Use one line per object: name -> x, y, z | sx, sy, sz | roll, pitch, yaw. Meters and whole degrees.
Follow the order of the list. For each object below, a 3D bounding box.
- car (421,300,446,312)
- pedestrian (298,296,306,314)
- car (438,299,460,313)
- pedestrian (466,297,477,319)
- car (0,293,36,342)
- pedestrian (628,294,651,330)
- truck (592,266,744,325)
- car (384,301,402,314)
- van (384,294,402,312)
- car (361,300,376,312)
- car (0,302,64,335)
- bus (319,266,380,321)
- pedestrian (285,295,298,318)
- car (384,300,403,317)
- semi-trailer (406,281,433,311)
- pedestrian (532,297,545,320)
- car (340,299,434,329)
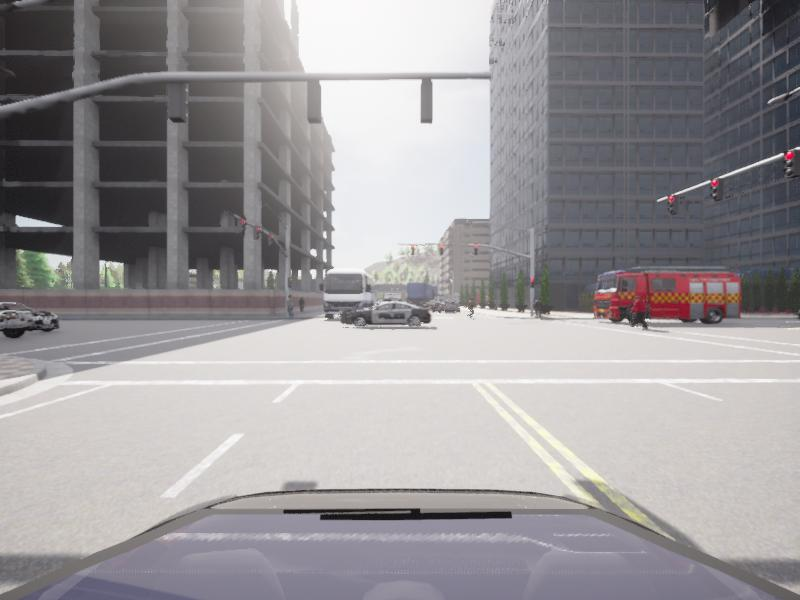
car -> 4.625, 0.842, 56.189 | 1.882, 1.535, 5.008 | 0, 0, -16
pedestrian -> -10.418, 0.500, 42.444 | 0.751, 1.860, 0.751 | 0, 0, -4
car -> 6.339, 0.782, 51.791 | 2.242, 1.667, 4.611 | 0, 0, 0
pedestrian -> 6.179, 0.650, 34.592 | 0.751, 1.860, 0.751 | 0, 0, -13
car -> -17.564, 0.658, 15.855 | 4.605, 1.855, 1.932 | 0, 0, 1
pedestrian -> 12.687, 0.645, 21.197 | 0.751, 1.860, 0.751 | 0, 0, -27
truck -> 18.055, -0.310, 27.365 | 8.468, 3.827, 2.891 | 0, 0, 0
car -> -0.878, 0.855, 49.275 | 2.128, 1.511, 4.902 | 0, 0, -1
van -> -1.017, 0.399, 57.609 | 2.351, 2.431, 6.366 | 0, 0, -1
car -> -4.524, 0.822, 58.089 | 1.801, 1.575, 5.366 | 0, 0, -1
car -> -18.936, 0.860, 19.318 | 3.806, 1.475, 1.970 | 0, 0, 0
bus -> -4.206, -0.520, 36.182 | 3.944, 4.253, 10.273 | 0, 0, 1
pedestrian -> -8.993, 0.497, 33.091 | 0.751, 1.860, 0.751 | 0, 0, 30
car -> -0.657, 0.827, 38.650 | 1.789, 1.549, 3.705 | 0, 0, -2
semi-trailer -> 3.446, -0.593, 65.558 | 2.717, 4.402, 14.254 | 0, 0, 9
pedestrian -> 11.297, 0.649, 32.638 | 0.751, 1.860, 0.751 | 0, 0, -1
car -> -0.750, 0.780, 23.232 | 5.238, 1.638, 1.930 | 0, 0, -2
